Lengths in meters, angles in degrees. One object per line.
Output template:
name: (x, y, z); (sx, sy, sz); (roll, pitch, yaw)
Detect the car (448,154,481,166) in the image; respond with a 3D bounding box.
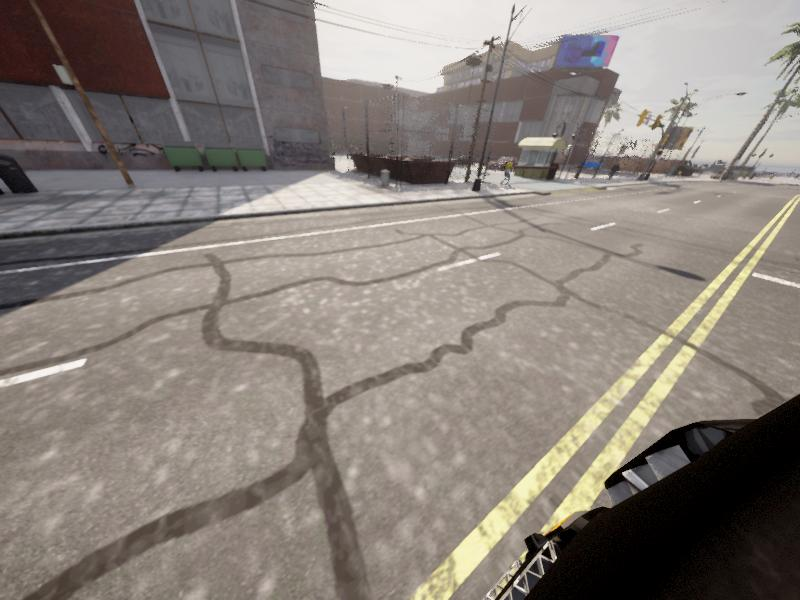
car: (10.362, -22.505, 37.190); (5.008, 1.535, 2.097); (-17, 39, -28)

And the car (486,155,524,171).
car: (14.469, -18.920, 31.893); (4.553, 1.767, 2.185); (-17, 39, -28)

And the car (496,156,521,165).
car: (22.469, -28.771, 47.706); (4.674, 1.452, 2.002); (-17, 39, -28)

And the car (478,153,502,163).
car: (19.850, -31.323, 51.040); (4.553, 1.767, 2.185); (-17, 39, -28)

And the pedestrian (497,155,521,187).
pedestrian: (7.557, -8.948, 16.084); (0.751, 1.860, 0.751); (-17, 39, -28)

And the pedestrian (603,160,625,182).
pedestrian: (22.103, -13.327, 23.880); (0.751, 1.860, 0.751); (-19, 39, -29)

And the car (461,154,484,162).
car: (17.147, -33.589, 54.677); (4.786, 1.482, 2.161); (-17, 39, -28)

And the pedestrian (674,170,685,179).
pedestrian: (40.315, -18.151, 33.335); (0.500, 1.100, 0.500); (-14, 37, -23)

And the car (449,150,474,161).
car: (15.125, -35.463, 56.849); (5.566, 2.045, 2.435); (-17, 39, -28)
